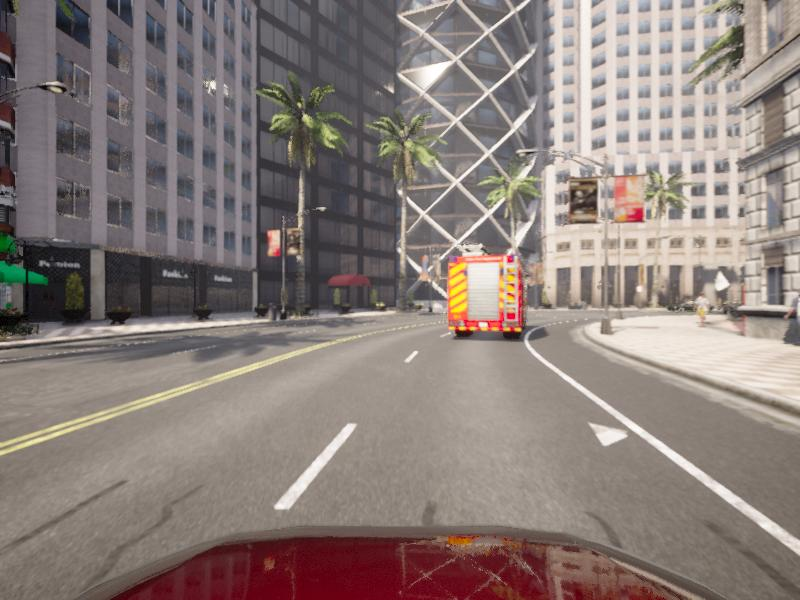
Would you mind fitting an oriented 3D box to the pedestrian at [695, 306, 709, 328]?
[{"bbox_3d":[15.233,0.847,20.178,0.500,1.100,0.500,0,0,29],"label":"pedestrian"}]

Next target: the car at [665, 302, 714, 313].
[{"bbox_3d":[35.437,0.902,49.033,4.718,1.301,1.895,0,0,1],"label":"car"}]

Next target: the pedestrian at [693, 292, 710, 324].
[{"bbox_3d":[17.578,0.465,23.324,0.751,1.860,0.751,0,0,39],"label":"pedestrian"}]

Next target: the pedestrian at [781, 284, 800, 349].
[{"bbox_3d":[11.867,0.473,11.716,0.751,1.860,0.751,0,0,14],"label":"pedestrian"}]

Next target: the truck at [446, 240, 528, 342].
[{"bbox_3d":[4.584,-0.331,19.496,2.891,3.827,8.468,0,0,19],"label":"truck"}]
